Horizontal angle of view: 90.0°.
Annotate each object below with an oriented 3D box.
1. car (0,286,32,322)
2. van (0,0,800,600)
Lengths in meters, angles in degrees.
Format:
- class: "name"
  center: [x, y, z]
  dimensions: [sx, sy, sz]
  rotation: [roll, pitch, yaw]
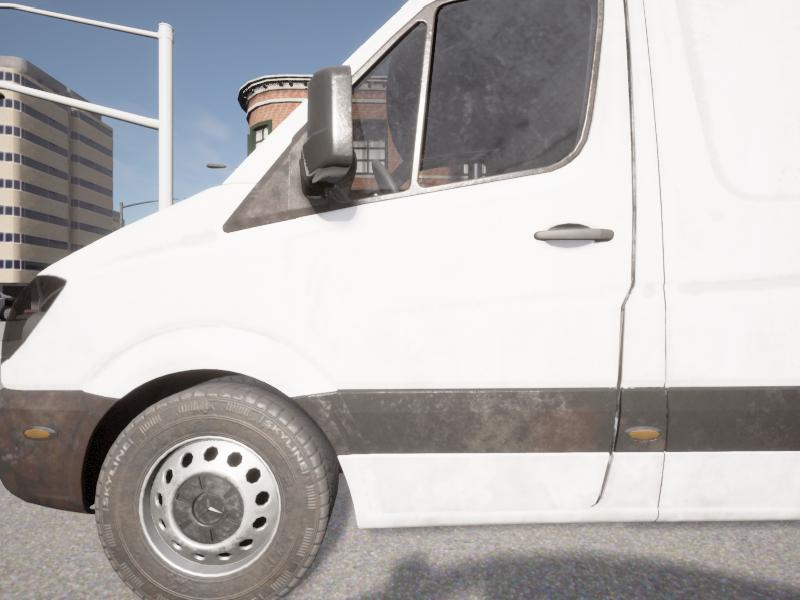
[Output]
- class: "car"
  center: [-18.959, 0.171, 16.969]
  dimensions: [1.930, 1.638, 5.238]
  rotation: [0, 0, -1]
- class: "van"
  center: [1.351, -0.278, 2.210]
  dimensions: [5.915, 2.561, 1.988]
  rotation: [0, 0, 0]
